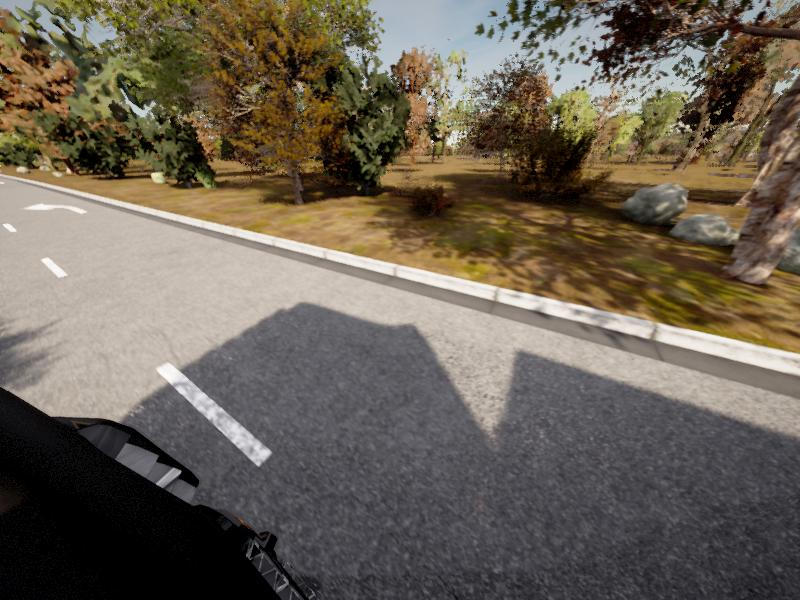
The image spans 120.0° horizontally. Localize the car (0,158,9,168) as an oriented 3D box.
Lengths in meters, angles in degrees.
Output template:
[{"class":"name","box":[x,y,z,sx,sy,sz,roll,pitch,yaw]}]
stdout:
[{"class":"car","box":[-98.581,-32.729,55.263,1.878,1.987,4.442,8,34,14]}]
